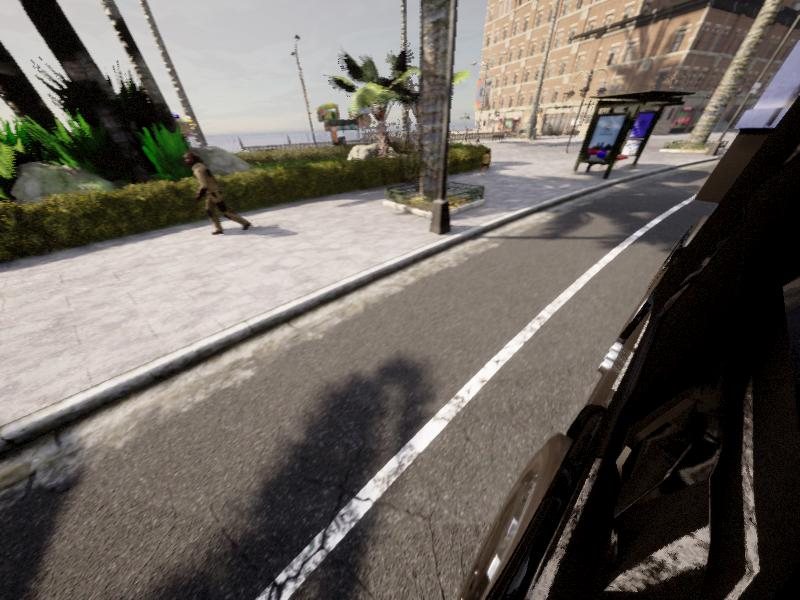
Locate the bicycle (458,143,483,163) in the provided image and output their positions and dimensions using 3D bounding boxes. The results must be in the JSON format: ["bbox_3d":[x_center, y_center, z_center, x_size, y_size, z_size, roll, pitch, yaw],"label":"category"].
[{"bbox_3d":[4.740,-9.896,15.582,1.643,1.024,0.373,-17,39,-18],"label":"bicycle"}]

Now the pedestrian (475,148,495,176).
[{"bbox_3d":[4.087,-6.642,11.124,0.500,1.100,0.500,-20,40,-22],"label":"pedestrian"}]

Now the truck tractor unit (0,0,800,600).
[{"bbox_3d":[2.645,-0.295,0.351,6.516,4.208,3.053,-28,44,-30],"label":"truck tractor unit"}]

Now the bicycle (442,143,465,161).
[{"bbox_3d":[3.918,-10.968,17.074,1.643,1.024,0.373,-17,39,-18],"label":"bicycle"}]

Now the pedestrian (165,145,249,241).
[{"bbox_3d":[-4.377,-2.487,5.411,0.751,1.860,0.751,-22,41,-24],"label":"pedestrian"}]

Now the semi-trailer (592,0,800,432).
[{"bbox_3d":[9.073,-3.305,3.840,14.254,4.402,2.717,-23,41,-25],"label":"semi-trailer"}]
